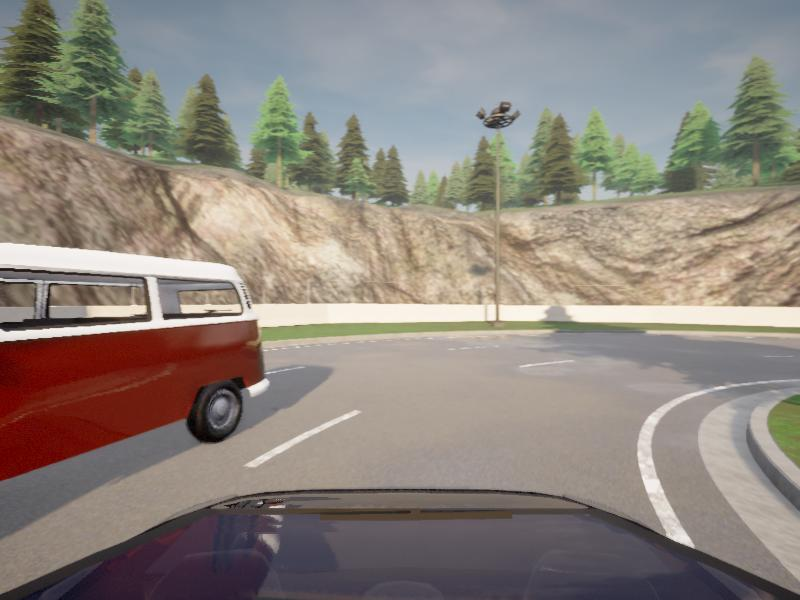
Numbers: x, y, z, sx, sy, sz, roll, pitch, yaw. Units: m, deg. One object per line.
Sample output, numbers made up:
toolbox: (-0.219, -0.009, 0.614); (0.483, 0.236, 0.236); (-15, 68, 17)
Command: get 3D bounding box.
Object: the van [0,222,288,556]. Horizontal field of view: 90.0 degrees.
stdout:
van: (-3.184, 0.561, 3.518); (2.069, 2.038, 4.480); (-1, 0, 18)
